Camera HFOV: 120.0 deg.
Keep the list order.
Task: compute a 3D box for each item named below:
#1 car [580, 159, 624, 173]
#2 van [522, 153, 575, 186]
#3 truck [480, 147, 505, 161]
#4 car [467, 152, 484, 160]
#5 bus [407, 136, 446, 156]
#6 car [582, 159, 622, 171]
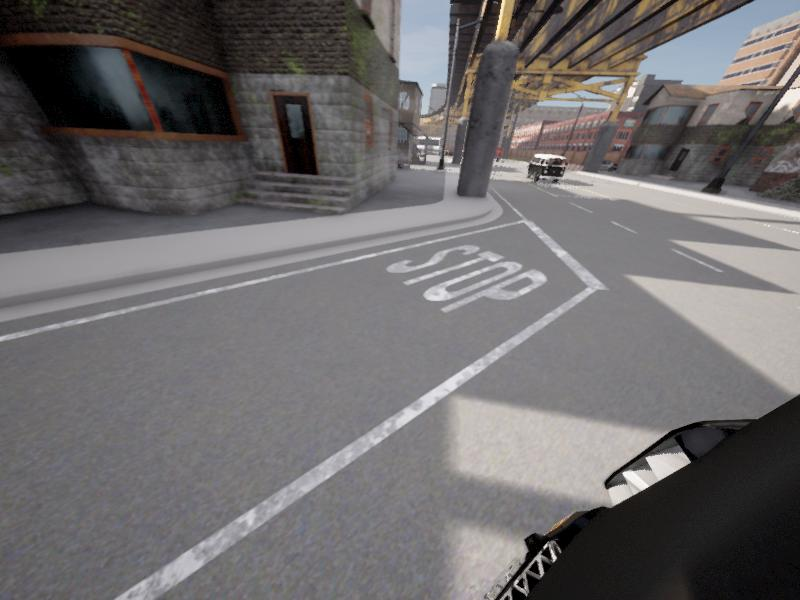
[{"bbox_3d":[31.962,-21.351,36.739,4.974,1.542,2.038,27,41,31],"label":"car"},{"bbox_3d":[12.635,-11.458,20.091,2.069,2.038,4.480,8,34,7],"label":"van"},{"bbox_3d":[20.568,-32.665,51.786,2.627,2.467,5.204,-4,33,-10],"label":"truck"},{"bbox_3d":[18.796,-36.123,57.794,1.970,1.475,3.806,-13,37,-22],"label":"car"},{"bbox_3d":[7.501,-44.820,67.230,10.273,4.253,3.944,18,37,21],"label":"bus"},{"bbox_3d":[32.009,-21.461,36.625,4.536,1.218,1.853,27,41,31],"label":"car"}]
